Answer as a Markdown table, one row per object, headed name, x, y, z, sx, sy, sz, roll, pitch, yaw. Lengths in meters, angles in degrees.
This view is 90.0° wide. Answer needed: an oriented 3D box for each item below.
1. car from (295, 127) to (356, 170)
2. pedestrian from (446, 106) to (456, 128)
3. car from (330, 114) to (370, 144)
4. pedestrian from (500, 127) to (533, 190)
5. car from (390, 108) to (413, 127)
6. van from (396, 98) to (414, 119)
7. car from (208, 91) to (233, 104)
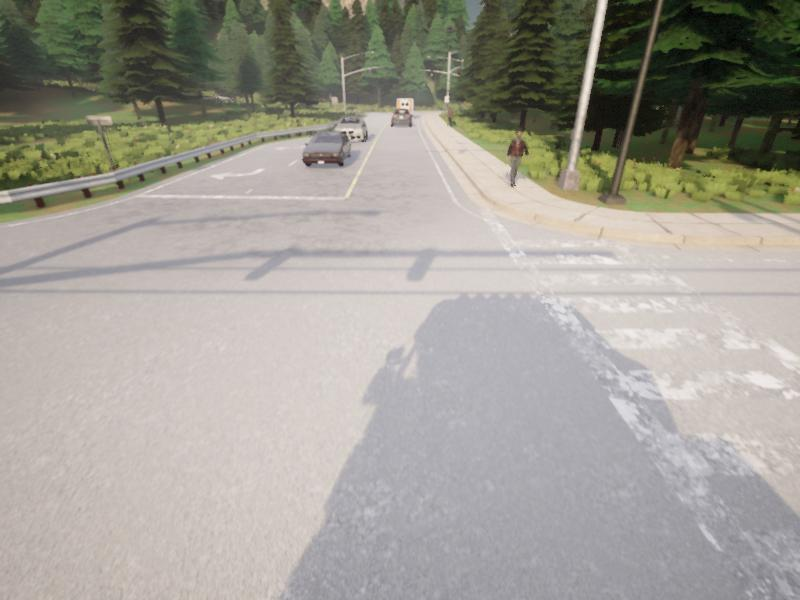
| name | x | y | z | sx | sy | sz | roll | pitch | yaw |
| --- | --- | --- | --- | --- | --- | --- | --- | --- | --- |
| car | -3.512 | -7.679 | 19.970 | 2.033 | 1.411 | 5.357 | 0 | 27 | 0 |
| pedestrian | 4.738 | -17.092 | 37.335 | 0.751 | 1.860 | 0.751 | 5 | 28 | 10 |
| car | -3.500 | -12.355 | 28.741 | 2.242 | 1.667 | 4.611 | 0 | 27 | 0 |
| pedestrian | 3.849 | -4.712 | 13.319 | 0.751 | 1.860 | 0.751 | 4 | 28 | 7 |
| car | 0.206 | -19.527 | 42.651 | 2.242 | 1.667 | 4.611 | 1 | 27 | 1 |
| van | 0.812 | -27.466 | 57.226 | 2.351 | 2.431 | 6.366 | 1 | 27 | 2 |
| car | -33.422 | -37.719 | 74.531 | 3.866 | 1.878 | 1.905 | -10 | 29 | -28 |
